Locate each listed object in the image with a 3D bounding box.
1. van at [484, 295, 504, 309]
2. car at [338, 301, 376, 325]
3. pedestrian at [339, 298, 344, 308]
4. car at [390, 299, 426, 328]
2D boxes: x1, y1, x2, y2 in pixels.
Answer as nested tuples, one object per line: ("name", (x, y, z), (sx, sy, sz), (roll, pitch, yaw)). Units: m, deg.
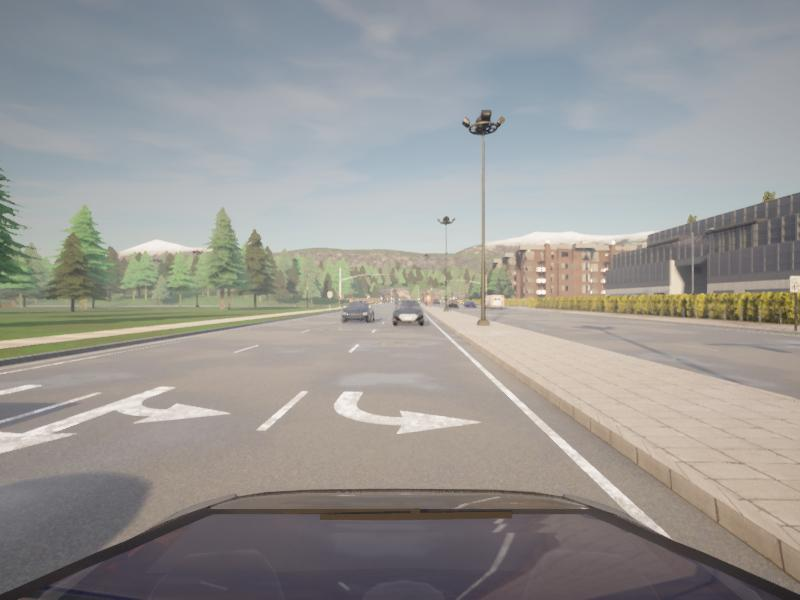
("van", (16.895, 0.377, 72.187), (2.351, 2.431, 6.366), (0, 0, 1))
("car", (-2.895, 0.829, 28.219), (2.038, 1.542, 4.974), (0, 0, 2))
("pedestrian", (-10.419, 0.489, 71.263), (0.751, 1.860, 0.751), (0, 0, 4))
("car", (0.532, 0.779, 25.301), (2.033, 1.649, 4.856), (0, 0, 1))
